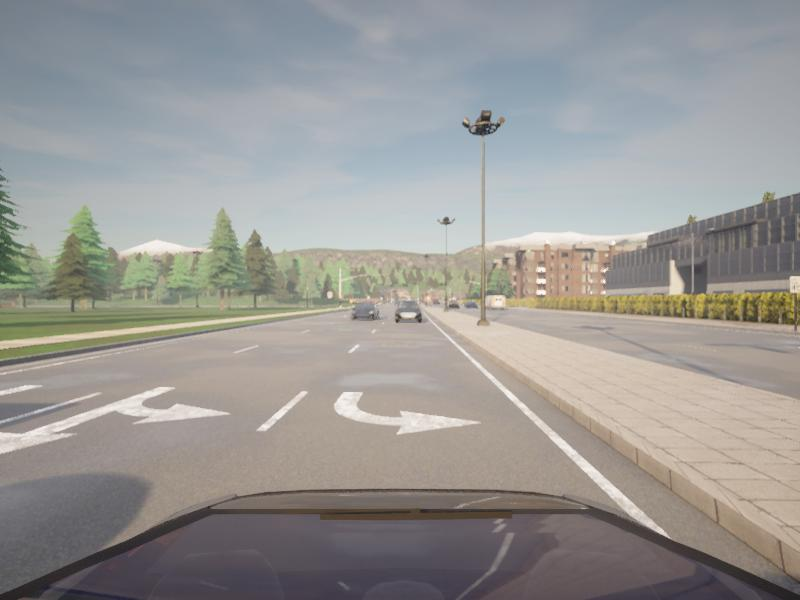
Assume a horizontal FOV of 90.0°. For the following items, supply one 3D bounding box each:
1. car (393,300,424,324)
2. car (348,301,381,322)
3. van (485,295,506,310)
[{"bbox_3d":[0.632,0.804,29.177,2.033,1.649,4.856,0,0,2],"label":"car"},{"bbox_3d":[-2.779,0.856,32.426,2.038,1.542,4.974,0,0,2],"label":"car"},{"bbox_3d":[16.865,0.439,71.124,2.351,2.431,6.366,0,0,1],"label":"van"}]
